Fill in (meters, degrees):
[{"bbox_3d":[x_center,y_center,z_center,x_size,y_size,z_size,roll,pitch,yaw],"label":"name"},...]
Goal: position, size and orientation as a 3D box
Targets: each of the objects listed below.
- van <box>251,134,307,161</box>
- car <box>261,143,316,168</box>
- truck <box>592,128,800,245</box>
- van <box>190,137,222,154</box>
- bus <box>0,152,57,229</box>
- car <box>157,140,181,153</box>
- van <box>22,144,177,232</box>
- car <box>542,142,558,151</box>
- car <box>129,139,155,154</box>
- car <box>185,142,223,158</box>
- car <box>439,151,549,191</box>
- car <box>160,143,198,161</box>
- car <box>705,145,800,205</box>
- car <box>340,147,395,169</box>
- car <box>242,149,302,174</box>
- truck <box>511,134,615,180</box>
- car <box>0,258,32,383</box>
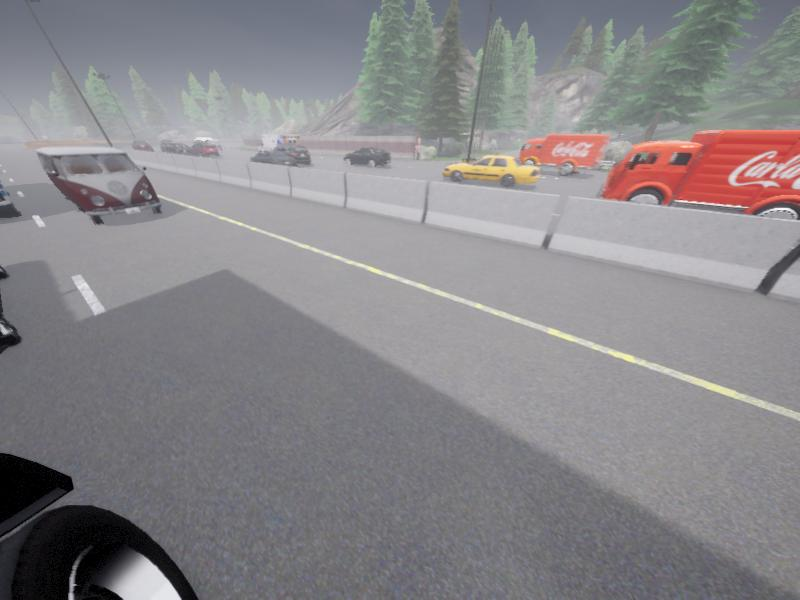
[{"bbox_3d":[-14.286,-17.995,27.204,6.366,2.431,2.351,22,40,27],"label":"van"},{"bbox_3d":[-10.593,-13.787,21.927,4.611,1.667,2.242,22,40,27],"label":"car"},{"bbox_3d":[9.639,-3.699,7.100,5.204,2.467,2.627,22,40,27],"label":"truck"},{"bbox_3d":[-30.859,-24.547,36.692,4.480,2.038,2.069,24,42,30],"label":"van"},{"bbox_3d":[-16.495,-5.083,7.283,10.273,4.253,3.944,22,40,27],"label":"bus"},{"bbox_3d":[-39.522,-26.416,39.616,2.242,1.667,4.611,-24,42,-30],"label":"car"},{"bbox_3d":[-9.831,-3.876,7.599,4.442,1.987,1.775,21,40,27],"label":"van"},{"bbox_3d":[34.598,-35.379,53.125,2.128,1.511,4.902,22,41,28],"label":"car"},{"bbox_3d":[-40.713,-24.295,36.456,2.097,1.767,4.553,-29,44,-35],"label":"car"},{"bbox_3d":[-25.674,-19.681,30.278,4.514,1.525,2.007,22,40,27],"label":"car"},{"bbox_3d":[5.158,-7.542,13.281,5.366,1.575,1.801,21,40,27],"label":"car"},{"bbox_3d":[-25.660,-17.248,26.805,3.705,1.549,1.789,22,40,27],"label":"car"},{"bbox_3d":[17.820,-5.170,9.623,5.566,2.045,2.150,21,40,27],"label":"car"},{"bbox_3d":[-3.037,-13.174,21.274,4.892,1.490,1.837,21,40,27],"label":"car"},{"bbox_3d":[-10.128,-11.048,18.305,4.181,1.385,1.994,22,40,27],"label":"car"},{"bbox_3d":[11.649,-10.677,17.015,2.627,2.467,5.204,-28,44,-34],"label":"truck"},{"bbox_3d":[-6.761,-0.157,2.515,4.553,1.767,2.097,22,40,27],"label":"car"}]
